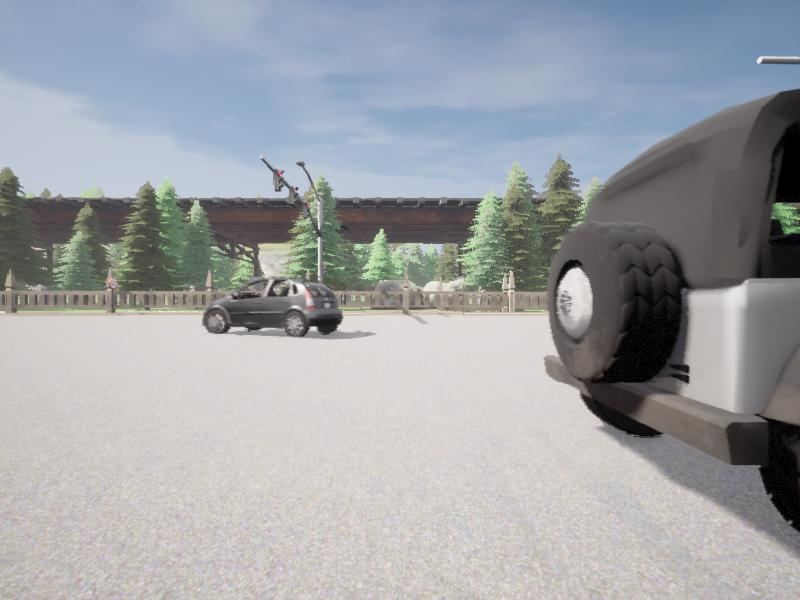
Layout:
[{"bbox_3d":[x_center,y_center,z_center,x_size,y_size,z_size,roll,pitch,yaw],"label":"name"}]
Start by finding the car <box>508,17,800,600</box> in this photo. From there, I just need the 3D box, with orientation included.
[{"bbox_3d":[2.803,0.047,2.223,3.866,1.878,1.905,0,0,-1],"label":"car"}]

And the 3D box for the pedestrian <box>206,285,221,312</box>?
[{"bbox_3d":[-13.212,-0.115,28.351,0.751,1.860,0.751,0,0,1],"label":"pedestrian"}]

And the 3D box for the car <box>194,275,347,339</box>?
[{"bbox_3d":[-3.756,0.188,11.685,3.988,1.617,1.851,0,0,21],"label":"car"}]
